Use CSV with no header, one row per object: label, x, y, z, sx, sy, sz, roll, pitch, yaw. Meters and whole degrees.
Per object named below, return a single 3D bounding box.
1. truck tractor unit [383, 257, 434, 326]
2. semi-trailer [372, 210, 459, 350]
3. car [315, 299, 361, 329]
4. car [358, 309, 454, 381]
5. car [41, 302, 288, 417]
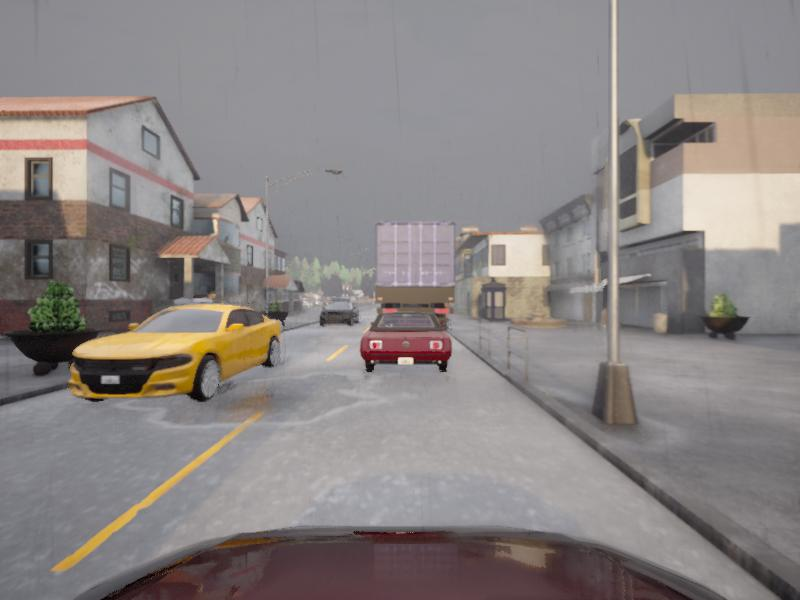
truck tractor unit,0.499,-0.536,27.575,3.053,4.208,6.516,0,0,0
semi-trailer,0.499,-0.628,19.662,2.717,4.402,14.254,0,0,0
car,-3.647,0.759,24.580,1.930,1.638,5.238,0,0,1
car,0.162,0.940,10.275,1.895,1.301,4.718,0,0,1
car,-3.876,0.819,7.903,1.882,1.535,5.008,0,0,1
